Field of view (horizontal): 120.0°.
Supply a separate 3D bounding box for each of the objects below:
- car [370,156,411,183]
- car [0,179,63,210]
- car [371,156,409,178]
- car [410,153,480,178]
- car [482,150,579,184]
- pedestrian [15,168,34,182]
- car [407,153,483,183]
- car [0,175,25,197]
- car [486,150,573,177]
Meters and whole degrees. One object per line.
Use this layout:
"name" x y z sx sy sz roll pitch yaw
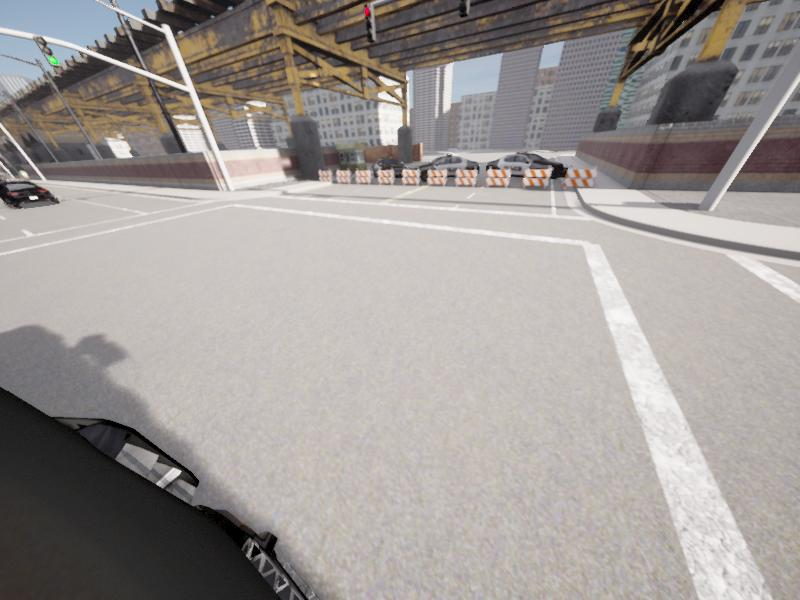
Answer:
"car" -0.910 -10.744 18.806 2.038 1.542 4.974 -12 35 -13
"car" -25.373 -7.207 15.613 4.674 1.442 1.812 15 38 25
"car" -0.933 -10.902 18.761 1.853 1.218 4.536 -12 35 -13
"car" 3.163 -9.801 16.765 4.536 1.218 1.853 -6 34 -5
"car" 8.188 -8.796 15.122 2.038 1.542 4.974 -21 38 -25
"pedestrian" -61.997 -20.646 38.181 0.751 1.860 0.751 15 38 25
"car" 3.118 -9.664 16.847 4.974 1.542 2.038 -6 34 -5
"car" -39.583 -11.134 22.493 4.611 1.667 2.242 15 38 25
"car" 8.152 -8.950 15.073 1.853 1.218 4.536 -21 38 -25
